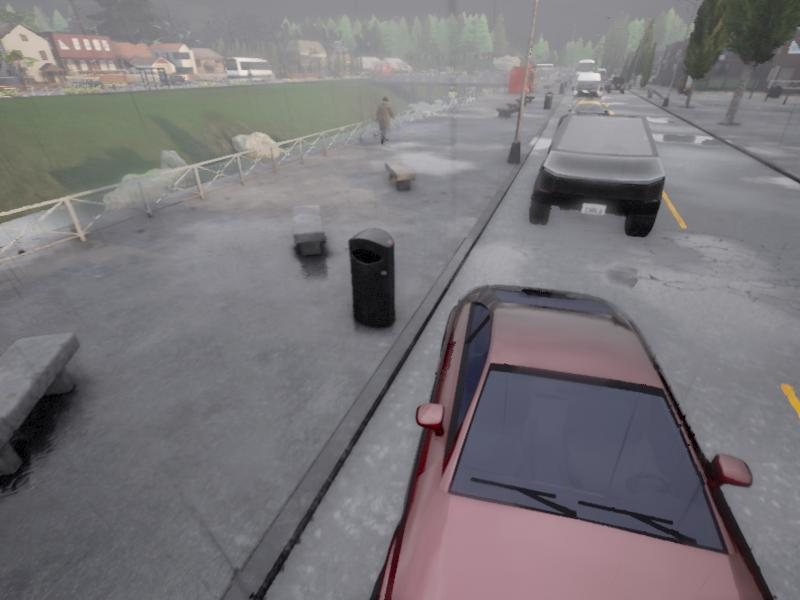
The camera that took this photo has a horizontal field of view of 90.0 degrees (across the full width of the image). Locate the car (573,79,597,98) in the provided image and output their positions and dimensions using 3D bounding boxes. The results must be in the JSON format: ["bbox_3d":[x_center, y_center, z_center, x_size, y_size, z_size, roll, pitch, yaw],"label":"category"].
[{"bbox_3d":[21.369,-24.571,46.342,2.097,1.767,4.553,11,32,18],"label":"car"}]

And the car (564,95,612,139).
[{"bbox_3d":[10.045,-9.970,21.531,1.801,1.575,5.366,11,32,18],"label":"car"}]

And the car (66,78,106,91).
[{"bbox_3d":[-44.485,-30.670,56.782,1.970,1.475,3.806,11,32,18],"label":"car"}]

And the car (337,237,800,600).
[{"bbox_3d":[1.131,1.005,2.963,1.994,1.385,4.181,7,30,12],"label":"car"}]

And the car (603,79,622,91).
[{"bbox_3d":[31.859,-32.325,60.041,1.970,1.475,3.806,11,32,18],"label":"car"}]

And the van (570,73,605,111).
[{"bbox_3d":[15.687,-17.619,33.685,1.988,2.561,5.915,11,32,18],"label":"van"}]

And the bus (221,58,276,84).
[{"bbox_3d":[-29.749,-45.385,79.252,3.944,4.253,10.273,11,32,18],"label":"bus"}]

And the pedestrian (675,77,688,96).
[{"bbox_3d":[32.768,-24.866,46.600,0.751,1.860,0.751,17,34,26],"label":"pedestrian"}]

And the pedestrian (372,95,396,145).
[{"bbox_3d":[-0.674,-7.665,17.037,0.751,1.860,0.751,12,32,19],"label":"pedestrian"}]

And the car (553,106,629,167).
[{"bbox_3d":[7.484,-6.660,15.928,2.128,1.511,4.902,11,32,18],"label":"car"}]

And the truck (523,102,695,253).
[{"bbox_3d":[4.800,-3.473,9.887,2.390,2.098,6.274,11,32,18],"label":"truck"}]

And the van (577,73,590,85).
[{"bbox_3d":[35.620,-42.916,77.576,1.775,1.987,4.442,11,32,18],"label":"van"}]

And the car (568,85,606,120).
[{"bbox_3d":[12.932,-13.798,27.793,1.932,1.855,4.605,11,32,18],"label":"car"}]

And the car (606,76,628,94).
[{"bbox_3d":[28.678,-28.454,52.932,1.905,1.878,3.866,11,32,18],"label":"car"}]

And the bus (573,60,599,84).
[{"bbox_3d":[39.877,-49.182,86.059,3.944,4.253,10.273,11,32,18],"label":"bus"}]

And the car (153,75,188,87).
[{"bbox_3d":[-39.189,-37.522,68.353,2.033,1.649,4.856,11,32,18],"label":"car"}]
